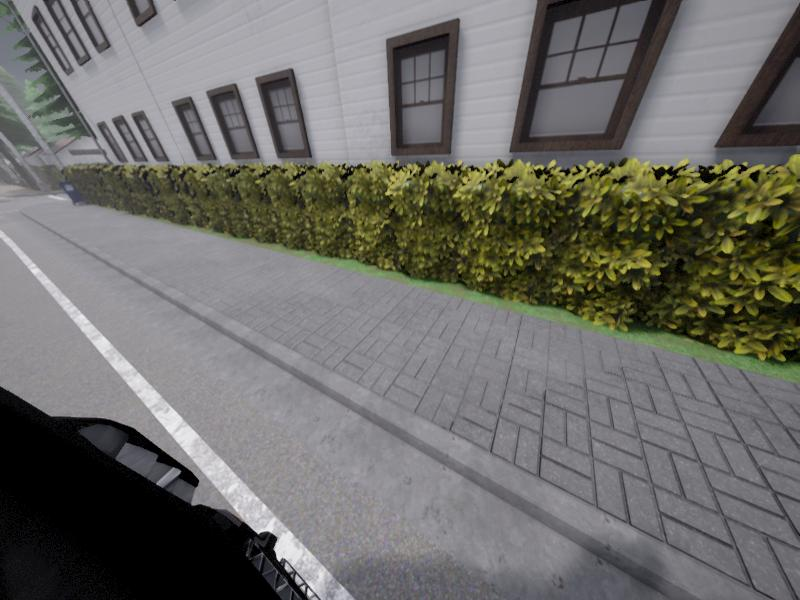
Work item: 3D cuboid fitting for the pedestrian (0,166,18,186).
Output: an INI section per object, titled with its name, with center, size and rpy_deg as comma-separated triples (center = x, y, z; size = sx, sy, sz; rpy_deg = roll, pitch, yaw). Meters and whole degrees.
[pedestrian]
center = -43.833, -13.735, 25.535
size = 0.751, 1.860, 0.751
rpy_deg = 11, 36, 19

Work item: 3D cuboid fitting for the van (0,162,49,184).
[van]
center = -56.276, -17.996, 32.871
size = 2.351, 2.431, 6.366
rpy_deg = 17, 37, 26
